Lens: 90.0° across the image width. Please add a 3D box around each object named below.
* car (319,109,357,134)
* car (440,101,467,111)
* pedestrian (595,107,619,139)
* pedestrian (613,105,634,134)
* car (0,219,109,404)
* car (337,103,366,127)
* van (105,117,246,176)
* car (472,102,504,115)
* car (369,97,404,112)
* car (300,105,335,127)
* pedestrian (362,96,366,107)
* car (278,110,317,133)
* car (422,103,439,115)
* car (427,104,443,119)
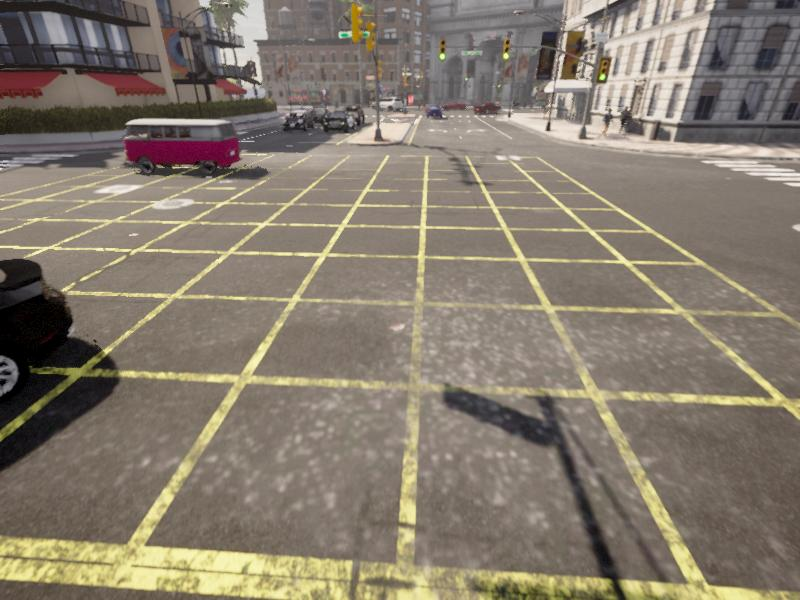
[{"bbox_3d":[-5.036,-14.885,33.236,2.038,1.542,4.974,2,28,3],"label":"car"},{"bbox_3d":[8.929,-32.586,67.078,4.193,1.474,1.816,2,28,4],"label":"car"},{"bbox_3d":[13.506,-11.568,26.123,0.751,1.860,0.751,-3,28,-5],"label":"pedestrian"},{"bbox_3d":[16.171,-13.058,28.963,0.751,1.860,0.751,5,28,9],"label":"pedestrian"},{"bbox_3d":[-5.803,0.766,3.371,1.837,1.490,4.892,16,32,30],"label":"car"},{"bbox_3d":[-4.596,-17.931,38.679,1.932,1.855,4.605,2,28,4],"label":"car"},{"bbox_3d":[-9.007,-6.324,16.400,4.442,1.987,1.775,2,28,3],"label":"van"},{"bbox_3d":[12.643,-27.559,57.406,5.008,1.535,1.882,-24,36,-37],"label":"car"},{"bbox_3d":[-2.232,-31.853,65.102,5.566,2.045,2.150,18,33,31],"label":"car"},{"bbox_3d":[-8.044,-18.222,39.499,1.930,1.638,5.238,2,28,4],"label":"car"},{"bbox_3d":[-7.058,-39.078,78.731,0.751,1.860,0.751,2,28,3],"label":"pedestrian"},{"bbox_3d":[-8.510,-15.054,33.625,1.970,1.475,3.806,2,28,4],"label":"car"},{"bbox_3d":[4.324,-27.378,57.339,1.895,1.301,4.718,-2,28,-3],"label":"car"},{"bbox_3d":[4.216,-22.956,48.731,1.812,1.442,4.674,2,28,4],"label":"car"}]
